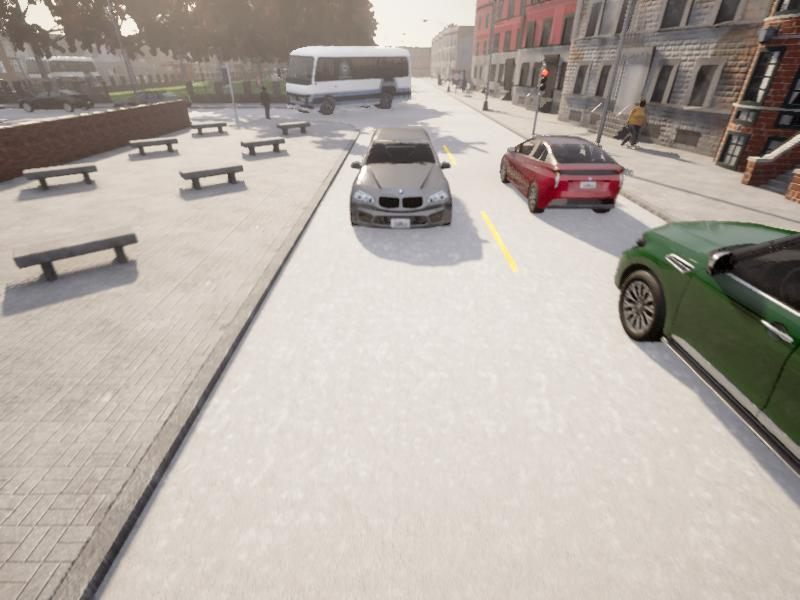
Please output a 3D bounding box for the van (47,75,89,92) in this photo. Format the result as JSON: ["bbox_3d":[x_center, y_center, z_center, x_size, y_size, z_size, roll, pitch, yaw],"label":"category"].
[{"bbox_3d":[-45.208,-29.601,54.648,1.775,1.987,4.442,-1,30,-2],"label":"van"}]

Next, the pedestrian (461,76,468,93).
[{"bbox_3d":[8.027,-26.947,49.999,0.751,1.860,0.751,3,30,5],"label":"pedestrian"}]

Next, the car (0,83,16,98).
[{"bbox_3d":[-45.514,-22.834,43.661,2.033,1.411,5.357,1,30,1],"label":"car"}]

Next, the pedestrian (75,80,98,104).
[{"bbox_3d":[-27.476,-18.230,35.079,0.751,1.860,0.751,0,30,0],"label":"pedestrian"}]

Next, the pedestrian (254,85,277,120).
[{"bbox_3d":[-8.318,-12.250,24.840,0.751,1.860,0.751,11,32,18],"label":"pedestrian"}]

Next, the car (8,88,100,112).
[{"bbox_3d":[-26.417,-15.318,30.672,5.008,1.535,1.882,0,30,0],"label":"car"}]

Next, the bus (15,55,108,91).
[{"bbox_3d":[-49.105,-33.302,58.741,3.944,4.253,10.273,1,30,2],"label":"bus"}]

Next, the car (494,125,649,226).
[{"bbox_3d":[3.993,-3.440,10.380,2.007,1.525,4.514,0,30,0],"label":"car"}]

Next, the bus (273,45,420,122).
[{"bbox_3d":[-3.531,-16.458,29.946,3.944,4.253,10.273,29,42,36],"label":"bus"}]

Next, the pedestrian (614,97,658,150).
[{"bbox_3d":[9.407,-7.067,16.000,0.751,1.860,0.751,-5,31,-9],"label":"pedestrian"}]

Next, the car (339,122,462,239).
[{"bbox_3d":[0.021,-3.119,9.686,2.242,1.667,4.611,0,30,0],"label":"car"}]

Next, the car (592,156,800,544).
[{"bbox_3d":[4.014,0.474,3.171,2.150,2.045,5.566,0,30,0],"label":"car"}]

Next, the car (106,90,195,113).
[{"bbox_3d":[-18.991,-15.226,30.660,5.357,1.411,2.033,0,30,1],"label":"car"}]

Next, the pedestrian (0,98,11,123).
[{"bbox_3d":[-23.756,-11.308,23.241,0.751,1.860,0.751,8,31,13],"label":"pedestrian"}]

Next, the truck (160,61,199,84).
[{"bbox_3d":[-45.328,-47.045,82.659,2.891,3.827,8.468,0,30,1],"label":"truck"}]
